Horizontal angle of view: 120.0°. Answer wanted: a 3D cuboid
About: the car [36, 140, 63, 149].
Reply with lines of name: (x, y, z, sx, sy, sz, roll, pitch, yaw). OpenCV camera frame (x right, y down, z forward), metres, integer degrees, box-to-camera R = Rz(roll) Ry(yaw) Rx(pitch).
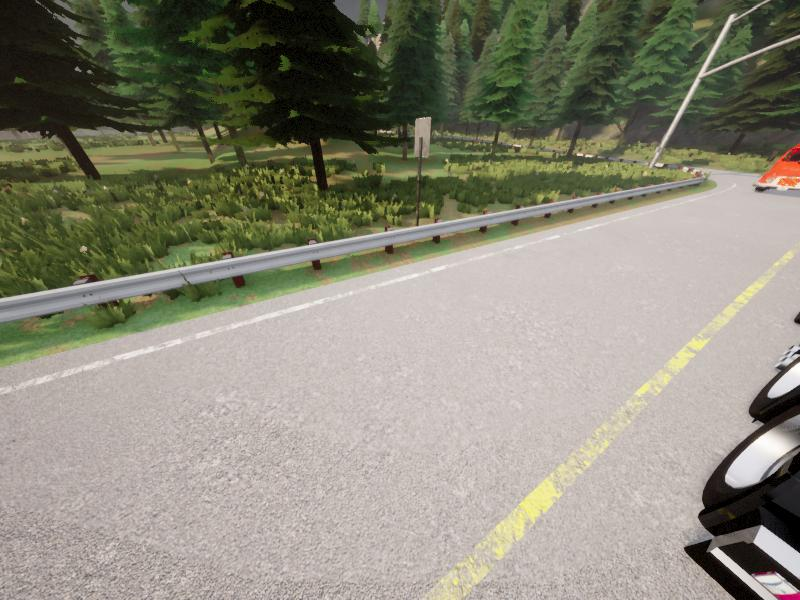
car: (-87.377, -38.853, 57.597, 3.866, 1.878, 1.905, 9, 36, 13)

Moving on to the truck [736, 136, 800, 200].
truck: (20.926, -6.591, 11.451, 5.204, 2.467, 2.627, -12, 36, -17)

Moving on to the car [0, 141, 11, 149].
car: (-95.242, -35.715, 53.327, 5.008, 1.535, 1.882, -18, 39, -25)

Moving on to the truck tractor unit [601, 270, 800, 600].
truck tractor unit: (5.120, -0.292, 0.767, 6.516, 4.208, 3.053, -18, 39, -24)
